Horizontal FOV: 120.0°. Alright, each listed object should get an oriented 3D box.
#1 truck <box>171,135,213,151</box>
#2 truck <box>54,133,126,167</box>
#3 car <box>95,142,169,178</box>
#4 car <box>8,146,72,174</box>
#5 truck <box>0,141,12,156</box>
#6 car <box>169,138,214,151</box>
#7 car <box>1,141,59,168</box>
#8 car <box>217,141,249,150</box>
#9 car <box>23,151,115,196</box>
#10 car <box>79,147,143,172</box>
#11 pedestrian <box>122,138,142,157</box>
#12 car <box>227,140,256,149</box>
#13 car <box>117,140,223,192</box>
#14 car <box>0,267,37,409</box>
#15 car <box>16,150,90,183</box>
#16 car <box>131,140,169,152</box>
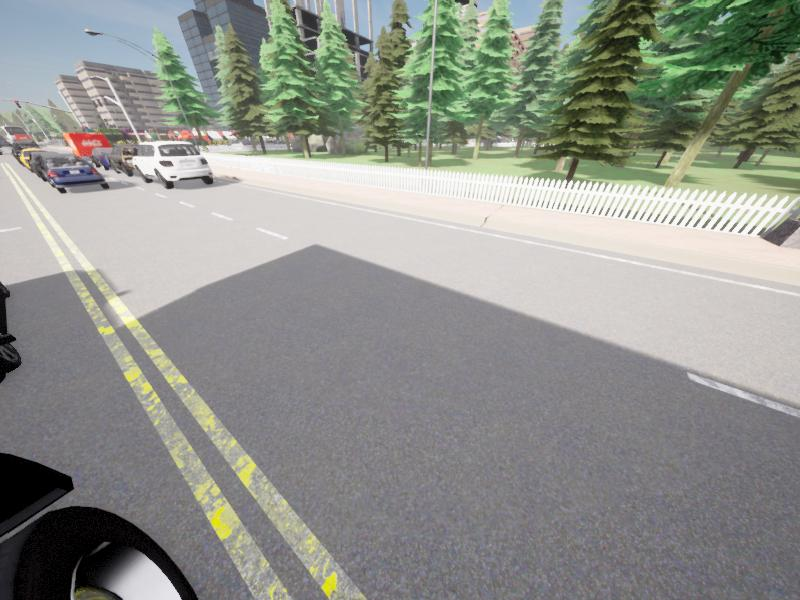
[{"bbox_3d":[-41.362,-31.448,46.145,2.627,2.467,5.204,20,40,26],"label":"truck"},{"bbox_3d":[-29.374,-14.328,21.911,5.204,2.467,2.627,22,40,27],"label":"truck"},{"bbox_3d":[-18.716,-9.859,16.153,4.605,1.855,1.932,22,40,27],"label":"car"},{"bbox_3d":[-27.626,-10.829,17.728,5.366,1.575,1.801,22,40,27],"label":"car"},{"bbox_3d":[-56.812,-20.823,30.940,5.204,2.467,2.627,10,36,13],"label":"truck"},{"bbox_3d":[-39.274,-29.419,43.637,2.150,2.045,5.566,21,40,26],"label":"car"},{"bbox_3d":[-33.442,-13.259,20.879,4.605,1.855,1.932,22,40,27],"label":"car"},{"bbox_3d":[-35.228,-32.798,48.910,2.038,1.542,4.974,21,40,26],"label":"car"},{"bbox_3d":[-16.641,-6.463,11.627,3.705,1.549,1.789,22,40,27],"label":"car"},{"bbox_3d":[-24.110,-11.835,19.266,4.792,1.488,2.163,22,40,27],"label":"car"},{"bbox_3d":[-32.181,-18.312,27.771,0.751,1.860,0.751,22,41,28],"label":"pedestrian"},{"bbox_3d":[-36.234,-35.664,52.871,2.033,1.649,4.856,21,40,26],"label":"car"},{"bbox_3d":[-12.729,-7.552,12.774,5.566,2.045,2.150,22,40,27],"label":"car"},{"bbox_3d":[-6.037,0.220,2.300,3.806,1.475,1.970,22,41,28],"label":"car"},{"bbox_3d":[-21.861,-8.499,14.551,4.193,1.474,1.816,22,40,27],"label":"car"},{"bbox_3d":[-45.114,-27.852,41.753,1.851,1.617,3.988,22,41,28],"label":"car"}]
